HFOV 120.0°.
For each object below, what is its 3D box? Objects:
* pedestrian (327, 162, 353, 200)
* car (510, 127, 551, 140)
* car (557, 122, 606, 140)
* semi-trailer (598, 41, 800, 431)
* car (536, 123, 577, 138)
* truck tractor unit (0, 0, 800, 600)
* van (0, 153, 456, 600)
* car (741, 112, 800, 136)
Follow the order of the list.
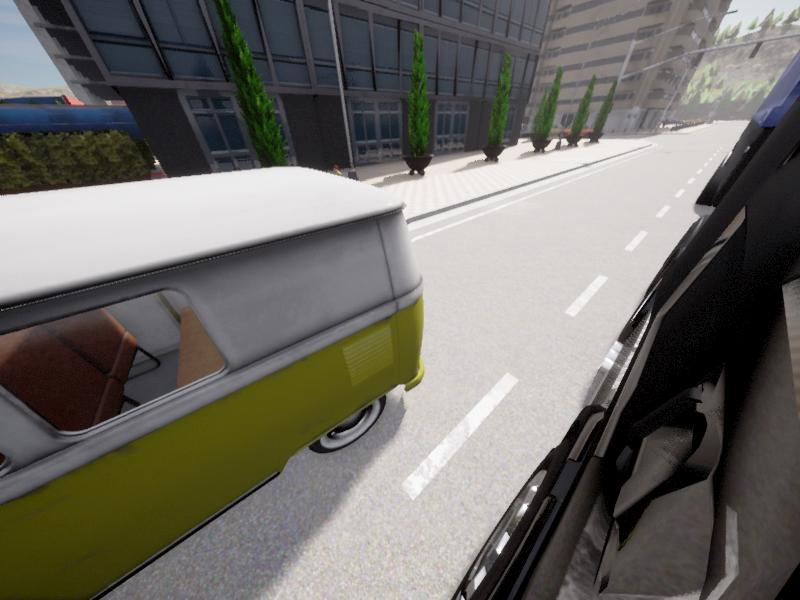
[{"bbox_3d":[-2.120,-4.249,8.236,0.500,1.100,0.500,-31,45,-33],"label":"pedestrian"},{"bbox_3d":[20.178,-25.906,35.927,2.128,1.511,4.902,-28,43,-30],"label":"car"},{"bbox_3d":[24.601,-22.944,31.455,2.097,1.767,4.553,-27,43,-30],"label":"car"},{"bbox_3d":[8.687,-3.599,4.258,14.254,4.402,2.717,-28,44,-30],"label":"semi-trailer"},{"bbox_3d":[24.295,-26.472,36.144,1.932,1.855,4.605,-28,43,-30],"label":"car"},{"bbox_3d":[2.645,-0.295,0.351,6.516,4.208,3.053,-28,44,-30],"label":"truck tractor unit"},{"bbox_3d":[-2.009,0.587,1.283,4.442,1.987,1.775,-25,42,-27],"label":"van"},{"bbox_3d":[43.520,-19.766,25.934,2.150,2.045,5.566,-28,44,-30],"label":"car"}]
